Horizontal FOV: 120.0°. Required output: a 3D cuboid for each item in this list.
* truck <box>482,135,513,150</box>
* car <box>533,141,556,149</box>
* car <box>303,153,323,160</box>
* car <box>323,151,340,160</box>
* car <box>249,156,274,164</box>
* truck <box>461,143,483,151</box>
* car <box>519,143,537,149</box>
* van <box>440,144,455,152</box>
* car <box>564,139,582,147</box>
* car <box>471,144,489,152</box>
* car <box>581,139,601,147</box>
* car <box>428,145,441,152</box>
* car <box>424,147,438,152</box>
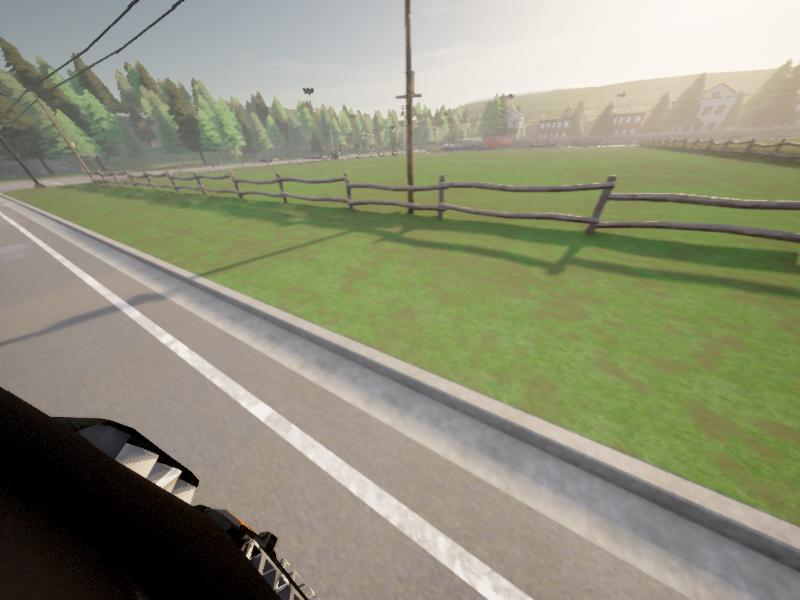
[{"bbox_3d":[31.886,-51.736,75.912,8.468,3.827,2.891,16,38,26],"label":"truck"},{"bbox_3d":[40.772,-43.755,65.264,5.238,1.638,1.930,16,38,26],"label":"car"},{"bbox_3d":[-24.482,-40.431,65.136,2.128,1.511,4.902,16,38,26],"label":"car"},{"bbox_3d":[-18.360,-38.940,62.071,1.905,1.878,3.866,16,38,26],"label":"car"},{"bbox_3d":[-34.220,-34.836,57.376,1.837,1.490,4.892,16,38,26],"label":"car"},{"bbox_3d":[24.036,-51.062,77.024,6.274,2.098,2.390,16,38,26],"label":"truck"},{"bbox_3d":[38.669,-46.549,69.752,4.193,1.474,1.816,16,38,26],"label":"car"},{"bbox_3d":[16.052,-51.110,77.732,4.480,2.038,2.069,16,38,26],"label":"van"},{"bbox_3d":[52.013,-47.318,69.601,3.866,1.878,1.905,16,38,26],"label":"car"},{"bbox_3d":[24.325,-46.251,70.290,4.611,1.667,2.242,16,38,26],"label":"car"},{"bbox_3d":[53.112,-43.711,64.411,3.988,1.617,1.851,16,38,26],"label":"car"},{"bbox_3d":[13.181,-58.318,88.912,4.605,1.855,1.932,8,35,16],"label":"car"},{"bbox_3d":[11.680,-56.364,86.389,5.008,1.535,1.882,7,35,14],"label":"car"}]
